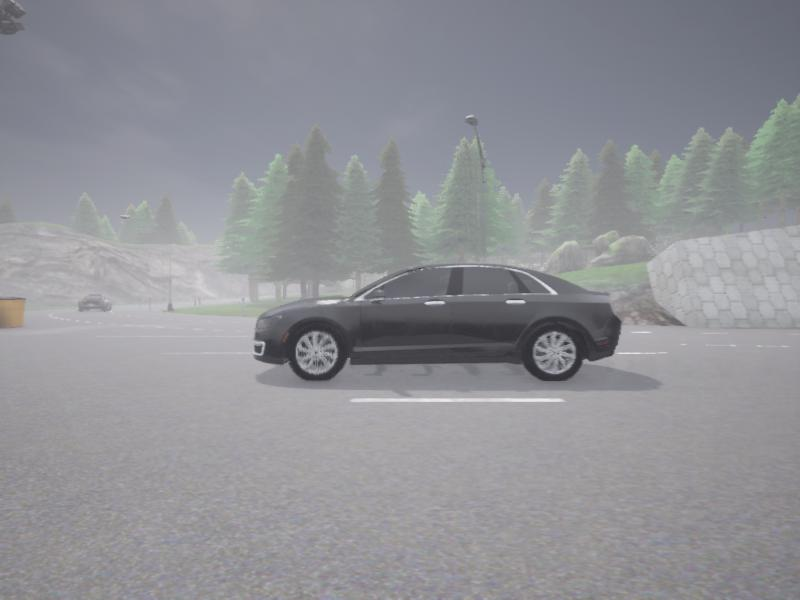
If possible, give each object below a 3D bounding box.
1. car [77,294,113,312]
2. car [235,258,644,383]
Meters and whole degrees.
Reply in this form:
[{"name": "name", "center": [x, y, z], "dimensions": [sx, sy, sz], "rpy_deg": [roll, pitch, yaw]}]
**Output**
[{"name": "car", "center": [-28.530, 0.255, 37.572], "dimensions": [2.038, 1.542, 4.974], "rpy_deg": [0, 0, -29]}, {"name": "car", "center": [0.476, 0.245, 5.701], "dimensions": [4.892, 1.490, 1.837], "rpy_deg": [0, 0, 0]}]
